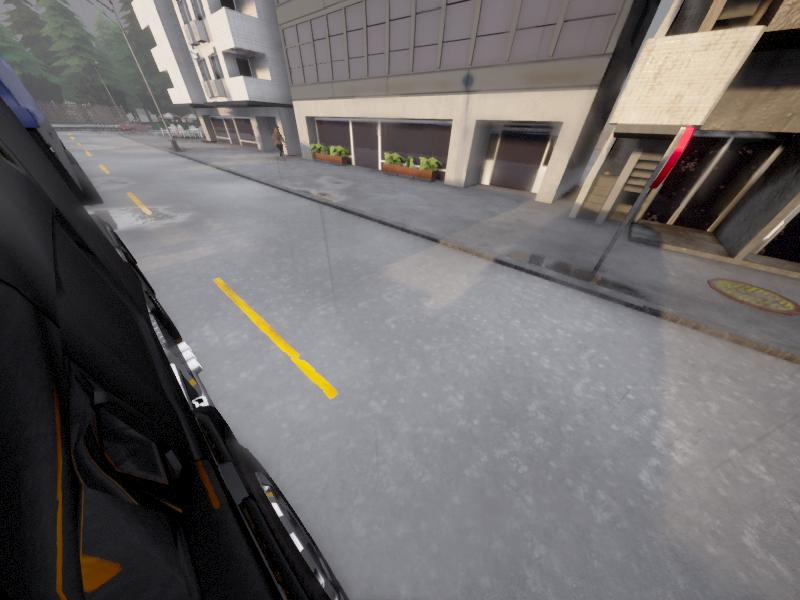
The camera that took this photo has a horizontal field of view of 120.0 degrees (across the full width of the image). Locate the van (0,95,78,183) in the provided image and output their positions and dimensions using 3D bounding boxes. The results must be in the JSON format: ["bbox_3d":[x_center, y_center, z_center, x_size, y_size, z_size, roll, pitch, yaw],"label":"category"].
[{"bbox_3d":[-16.356,-6.919,9.756,5.915,2.561,1.988,28,43,30],"label":"van"}]

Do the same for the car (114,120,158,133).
[{"bbox_3d":[-39.047,-25.732,34.325,1.845,1.501,3.633,9,37,10],"label":"car"}]

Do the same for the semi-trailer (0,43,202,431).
[{"bbox_3d":[-8.693,-3.609,4.233,14.254,4.402,2.717,28,44,30],"label":"semi-trailer"}]

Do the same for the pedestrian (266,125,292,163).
[{"bbox_3d":[-7.385,-9.510,14.124,0.751,1.860,0.751,31,45,33],"label":"pedestrian"}]

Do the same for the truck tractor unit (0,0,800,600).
[{"bbox_3d":[-2.645,-0.295,0.352,6.516,4.208,3.053,28,44,30],"label":"truck tractor unit"}]
